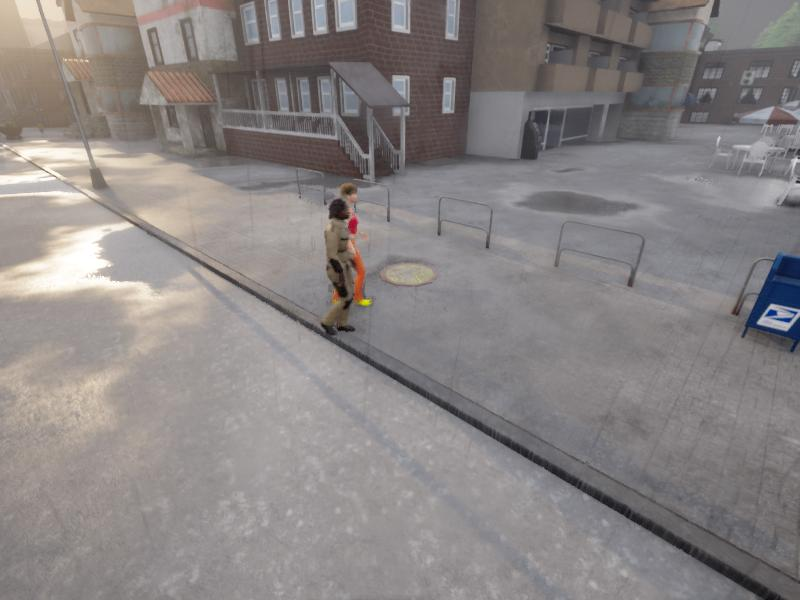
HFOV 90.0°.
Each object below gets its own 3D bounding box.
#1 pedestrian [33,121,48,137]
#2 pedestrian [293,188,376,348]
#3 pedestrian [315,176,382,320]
[{"bbox_3d":[-28.187,-13.418,31.380,0.500,1.100,0.500,-15,31,-27],"label":"pedestrian"},{"bbox_3d":[-0.753,-0.397,5.078,0.751,1.860,0.751,2,27,5],"label":"pedestrian"},{"bbox_3d":[-0.723,-0.752,5.768,0.751,1.860,0.751,-7,28,-13],"label":"pedestrian"}]
